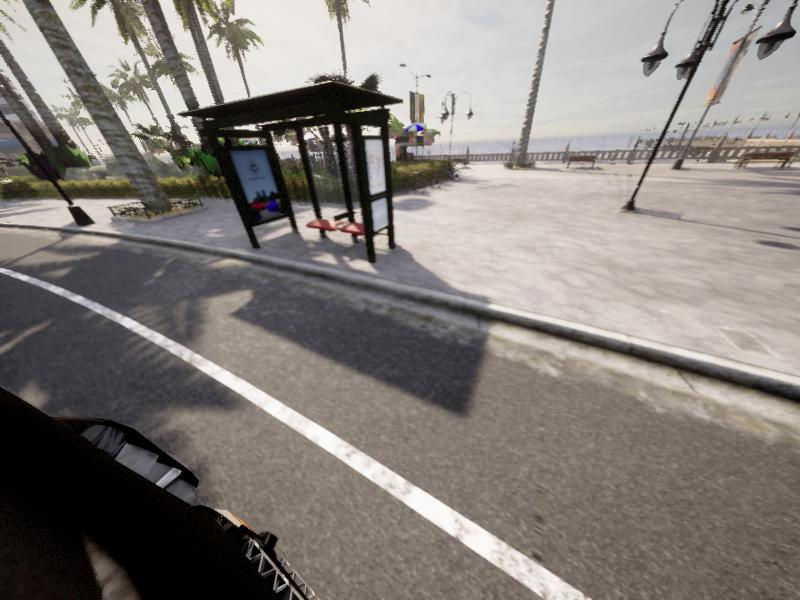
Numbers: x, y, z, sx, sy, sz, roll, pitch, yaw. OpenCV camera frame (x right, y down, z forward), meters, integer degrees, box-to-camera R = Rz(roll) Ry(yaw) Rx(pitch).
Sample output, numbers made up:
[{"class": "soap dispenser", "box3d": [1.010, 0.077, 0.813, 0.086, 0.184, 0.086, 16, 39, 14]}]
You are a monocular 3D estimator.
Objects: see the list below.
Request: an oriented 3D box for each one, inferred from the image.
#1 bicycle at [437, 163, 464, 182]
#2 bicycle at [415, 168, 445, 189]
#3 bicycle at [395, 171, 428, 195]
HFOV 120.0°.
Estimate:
[{"class": "bicycle", "box3d": [3.312, -8.385, 15.218, 1.643, 1.024, 0.373, 18, 39, 28]}, {"class": "bicycle", "box3d": [1.672, -6.933, 13.142, 1.643, 1.024, 0.373, 18, 39, 28]}, {"class": "bicycle", "box3d": [0.578, -5.965, 11.758, 1.643, 1.024, 0.373, 18, 39, 28]}]
